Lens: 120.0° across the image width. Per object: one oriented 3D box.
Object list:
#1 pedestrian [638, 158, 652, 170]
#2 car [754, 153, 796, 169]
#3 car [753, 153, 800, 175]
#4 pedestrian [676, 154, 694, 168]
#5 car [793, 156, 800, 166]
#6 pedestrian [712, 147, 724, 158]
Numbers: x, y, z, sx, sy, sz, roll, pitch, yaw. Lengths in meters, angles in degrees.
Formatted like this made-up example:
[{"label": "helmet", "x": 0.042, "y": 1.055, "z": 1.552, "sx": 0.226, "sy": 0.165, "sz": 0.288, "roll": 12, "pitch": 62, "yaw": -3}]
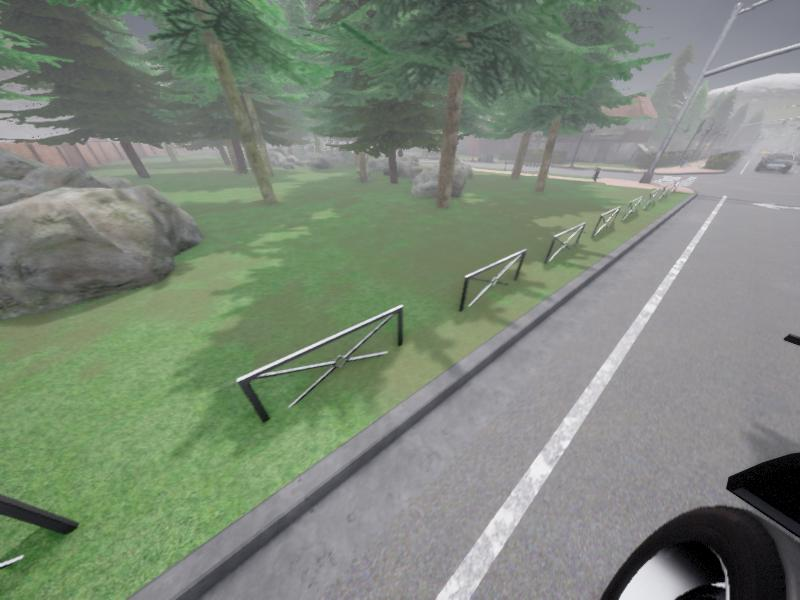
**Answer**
[{"label": "pedestrian", "x": 26.948, "y": -14.986, "z": 25.396, "sx": 0.500, "sy": 1.100, "sz": 0.500, "roll": -21, "pitch": 40, "yaw": -29}, {"label": "car", "x": 46.039, "y": -17.192, "z": 28.484, "sx": 4.902, "sy": 1.511, "sz": 2.128, "roll": -23, "pitch": 41, "yaw": -31}, {"label": "car", "x": 38.301, "y": -13.917, "z": 23.488, "sx": 4.856, "sy": 1.649, "sz": 2.033, "roll": -23, "pitch": 41, "yaw": -31}, {"label": "pedestrian", "x": 32.253, "y": -15.782, "z": 26.152, "sx": 0.751, "sy": 1.300, "sz": 0.751, "roll": -22, "pitch": 40, "yaw": -30}, {"label": "car", "x": 56.820, "y": -19.324, "z": 31.752, "sx": 4.792, "sy": 1.488, "sz": 2.163, "roll": -23, "pitch": 41, "yaw": -31}, {"label": "pedestrian", "x": 70.186, "y": -32.592, "z": 51.045, "sx": 0.751, "sy": 1.860, "sz": 0.751, "roll": -27, "pitch": 43, "yaw": -34}]
